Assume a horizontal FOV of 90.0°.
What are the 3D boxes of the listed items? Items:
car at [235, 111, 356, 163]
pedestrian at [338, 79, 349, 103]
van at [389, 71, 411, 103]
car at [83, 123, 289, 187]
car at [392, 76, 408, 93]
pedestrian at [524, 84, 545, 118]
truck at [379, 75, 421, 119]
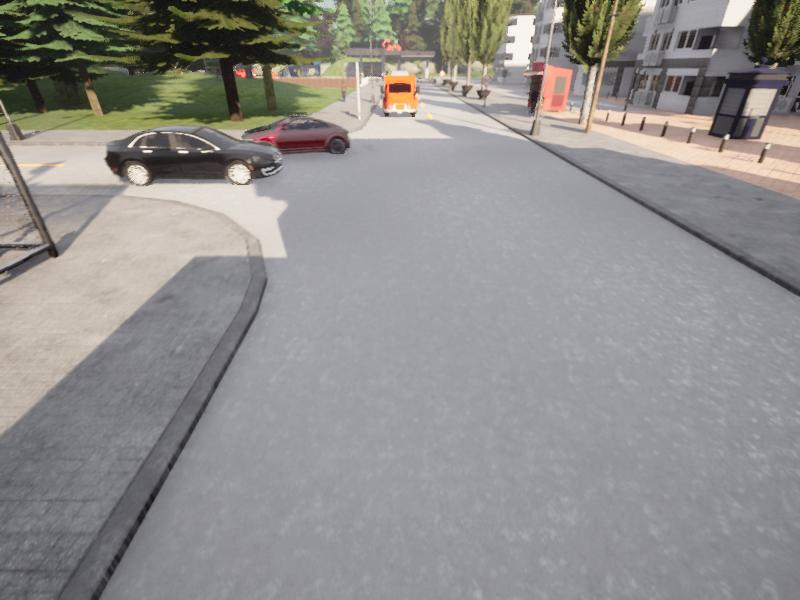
[{"bbox_3d":[-4.042,-6.412,15.562,4.181,1.385,1.994,-10,32,-17],"label":"car"},{"bbox_3d":[-5.002,-18.523,35.478,0.751,1.860,0.751,-1,30,-1],"label":"pedestrian"},{"bbox_3d":[-0.006,-20.995,39.280,1.988,2.561,5.915,0,30,0],"label":"van"},{"bbox_3d":[-6.097,-4.375,11.964,4.892,1.490,1.837,-1,31,-1],"label":"car"},{"bbox_3d":[0.009,-27.740,51.425,1.905,1.878,3.866,0,30,0],"label":"car"},{"bbox_3d":[8.534,-12.619,25.410,0.751,1.860,0.751,-3,30,-4],"label":"pedestrian"},{"bbox_3d":[-0.002,-14.152,27.701,2.627,2.467,5.204,0,30,0],"label":"truck"}]
